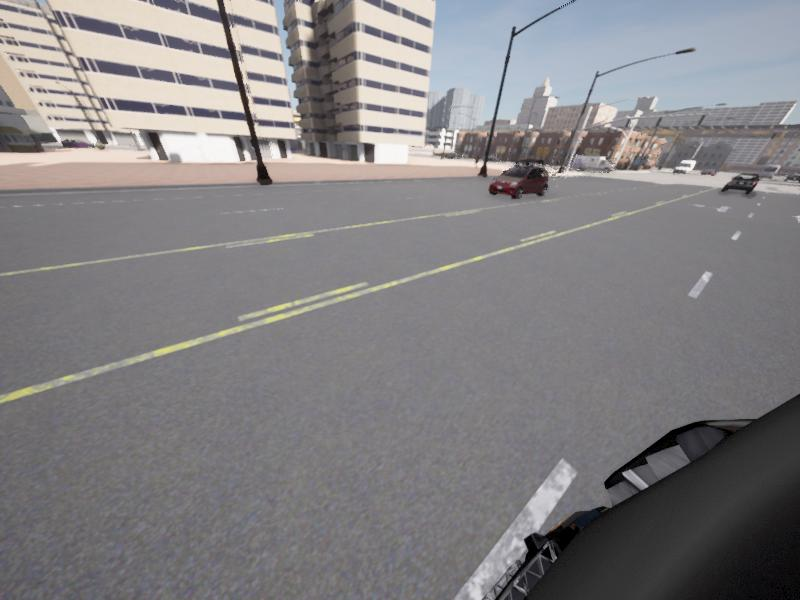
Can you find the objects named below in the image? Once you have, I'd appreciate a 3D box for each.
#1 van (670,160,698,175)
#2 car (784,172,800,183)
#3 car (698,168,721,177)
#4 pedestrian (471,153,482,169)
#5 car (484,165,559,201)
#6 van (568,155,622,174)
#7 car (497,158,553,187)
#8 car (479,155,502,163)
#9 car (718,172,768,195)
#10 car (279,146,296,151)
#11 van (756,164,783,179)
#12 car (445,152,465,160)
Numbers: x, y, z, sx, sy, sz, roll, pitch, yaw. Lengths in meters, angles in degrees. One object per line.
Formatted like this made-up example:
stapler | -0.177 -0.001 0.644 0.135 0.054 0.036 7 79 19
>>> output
van | 59.844 -27.873 48.605 5.915 2.561 1.988 -19 39 -30
car | 75.762 -23.515 44.264 4.674 1.442 1.812 -19 39 -29
car | 64.914 -26.787 48.425 4.181 1.385 1.994 -19 39 -30
pedestrian | 11.036 -20.064 33.382 0.751 1.860 0.751 -9 35 -17
car | 7.253 -7.093 13.841 3.988 1.617 1.851 -19 39 -29
van | 34.124 -23.952 40.738 2.351 2.431 6.366 -21 40 -31
car | 10.341 -10.614 19.155 3.866 1.878 1.905 -19 39 -30
car | 23.102 -36.042 58.996 2.128 1.511 4.902 -19 39 -30
car | 32.493 -11.083 21.877 3.988 1.617 1.851 -19 39 -29
car | -36.944 -49.834 75.981 4.514 1.525 2.007 -21 40 -30
van | 79.393 -27.556 49.670 5.915 2.561 1.988 -18 39 -30
car | 14.955 -39.495 63.460 1.930 1.638 5.238 -19 39 -30
